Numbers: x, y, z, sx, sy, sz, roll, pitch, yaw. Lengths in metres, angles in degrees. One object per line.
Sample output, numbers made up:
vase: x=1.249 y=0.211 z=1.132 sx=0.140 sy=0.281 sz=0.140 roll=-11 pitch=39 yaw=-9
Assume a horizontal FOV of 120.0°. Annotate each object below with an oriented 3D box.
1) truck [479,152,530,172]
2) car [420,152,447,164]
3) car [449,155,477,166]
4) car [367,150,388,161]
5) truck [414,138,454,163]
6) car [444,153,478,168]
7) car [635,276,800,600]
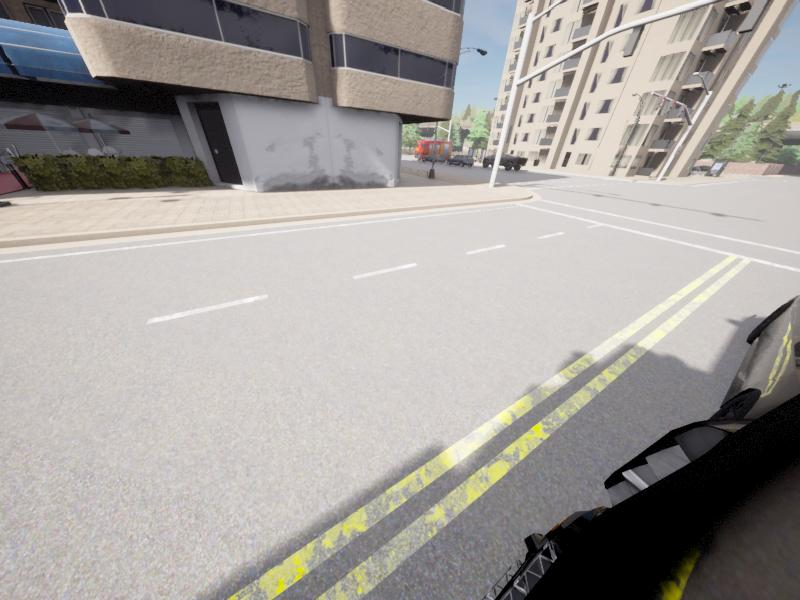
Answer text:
truck: x=14.873 y=-20.012 z=33.356 sx=2.390 sy=2.098 sz=6.274 roll=-16 pitch=38 yaw=-26
car: x=5.775 y=-24.866 z=40.495 sx=2.128 sy=1.511 sz=4.902 roll=-16 pitch=38 yaw=-26
car: x=10.675 y=-23.844 z=39.465 sx=1.994 sy=1.385 sz=4.181 roll=-16 pitch=38 yaw=-26
car: x=-4.180 y=-26.772 z=42.723 sx=1.994 sy=1.385 sz=4.181 roll=-20 pitch=40 yaw=-30
truck: x=6.308 y=-29.212 z=44.990 sx=2.891 sy=3.827 sz=8.468 roll=-16 pitch=38 yaw=-26
car: x=9.292 y=-21.503 z=35.595 sx=2.033 sy=1.649 sz=4.856 roll=-16 pitch=38 yaw=-26
car: x=4.391 y=0.785 z=1.729 sx=4.514 sy=1.525 sz=2.007 roll=-16 pitch=38 yaw=-26
